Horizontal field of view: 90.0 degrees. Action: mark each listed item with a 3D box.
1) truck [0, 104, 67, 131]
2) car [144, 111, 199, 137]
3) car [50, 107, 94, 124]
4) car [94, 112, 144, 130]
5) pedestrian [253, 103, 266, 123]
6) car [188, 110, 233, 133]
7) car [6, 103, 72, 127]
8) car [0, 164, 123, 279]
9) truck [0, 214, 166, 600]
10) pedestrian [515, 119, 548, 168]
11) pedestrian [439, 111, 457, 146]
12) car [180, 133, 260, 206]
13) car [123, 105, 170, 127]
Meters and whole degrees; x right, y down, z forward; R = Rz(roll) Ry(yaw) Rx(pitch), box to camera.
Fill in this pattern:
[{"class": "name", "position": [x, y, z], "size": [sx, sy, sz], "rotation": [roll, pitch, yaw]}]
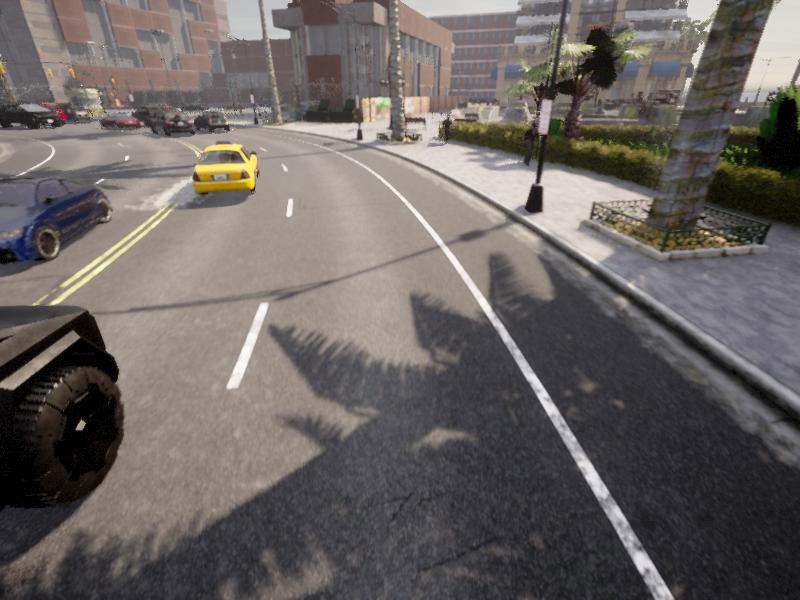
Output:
[{"class": "truck", "position": [-35.265, -17.381, 37.890], "size": [6.274, 2.098, 2.390], "rotation": [10, 29, 18]}, {"class": "car", "position": [-18.536, -14.322, 32.417], "size": [4.611, 1.667, 2.242], "rotation": [24, 36, 39]}, {"class": "car", "position": [-36.940, -20.804, 45.092], "size": [3.705, 1.549, 1.789], "rotation": [10, 29, 18]}, {"class": "car", "position": [-26.557, -16.954, 37.843], "size": [4.181, 1.385, 1.994], "rotation": [16, 31, 28]}, {"class": "pedestrian", "position": [-15.093, -20.062, 42.898], "size": [0.751, 1.860, 0.751], "rotation": [12, 30, 21]}, {"class": "car", "position": [-16.710, -15.721, 35.183], "size": [3.988, 1.617, 1.851], "rotation": [23, 35, 38]}, {"class": "car", "position": [-37.874, -19.478, 42.001], "size": [5.566, 2.045, 2.150], "rotation": [10, 29, 18]}, {"class": "car", "position": [-8.245, -1.910, 8.775], "size": [1.994, 1.385, 4.181], "rotation": [-5, 28, -10]}, {"class": "truck", "position": [-3.633, 1.658, 1.088], "size": [2.390, 2.098, 6.274], "rotation": [-1, 27, -2]}, {"class": "pedestrian", "position": [5.565, -6.667, 17.008], "size": [0.751, 1.860, 0.751], "rotation": [-8, 28, -15]}, {"class": "pedestrian", "position": [2.857, -10.218, 23.867], "size": [0.751, 1.860, 0.751], "rotation": [-8, 28, -15]}, {"class": "car", "position": [-6.090, -4.838, 14.191], "size": [1.801, 1.575, 5.366], "rotation": [-8, 28, -14]}, {"class": "car", "position": [-25.844, -18.797, 40.833], "size": [3.866, 1.878, 1.905], "rotation": [14, 31, 25]}]
